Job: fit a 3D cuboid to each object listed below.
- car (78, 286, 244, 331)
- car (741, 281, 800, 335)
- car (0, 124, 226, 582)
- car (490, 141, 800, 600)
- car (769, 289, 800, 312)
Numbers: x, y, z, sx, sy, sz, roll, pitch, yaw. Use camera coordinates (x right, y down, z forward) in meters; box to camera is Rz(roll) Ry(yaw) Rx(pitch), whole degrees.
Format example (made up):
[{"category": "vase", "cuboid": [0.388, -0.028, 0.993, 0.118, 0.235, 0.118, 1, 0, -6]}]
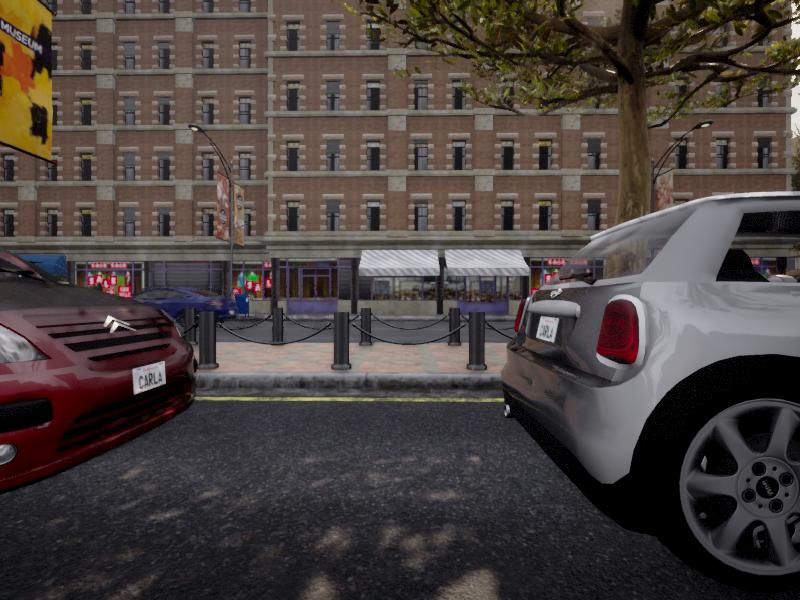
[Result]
[{"category": "car", "cuboid": [-8.093, 0.270, 13.860, 4.674, 1.442, 1.812, 0, 0, 1]}, {"category": "car", "cuboid": [13.732, 0.226, 12.468, 4.974, 1.542, 2.038, 0, 0, -10]}, {"category": "car", "cuboid": [-3.390, 0.188, 2.287, 3.988, 1.617, 1.851, 0, 0, 1]}, {"category": "car", "cuboid": [2.600, 0.253, 2.173, 3.806, 1.475, 1.970, 0, 0, 1]}, {"category": "car", "cuboid": [34.530, 0.046, 34.527, 1.905, 1.878, 3.866, 0, 0, 2]}]
